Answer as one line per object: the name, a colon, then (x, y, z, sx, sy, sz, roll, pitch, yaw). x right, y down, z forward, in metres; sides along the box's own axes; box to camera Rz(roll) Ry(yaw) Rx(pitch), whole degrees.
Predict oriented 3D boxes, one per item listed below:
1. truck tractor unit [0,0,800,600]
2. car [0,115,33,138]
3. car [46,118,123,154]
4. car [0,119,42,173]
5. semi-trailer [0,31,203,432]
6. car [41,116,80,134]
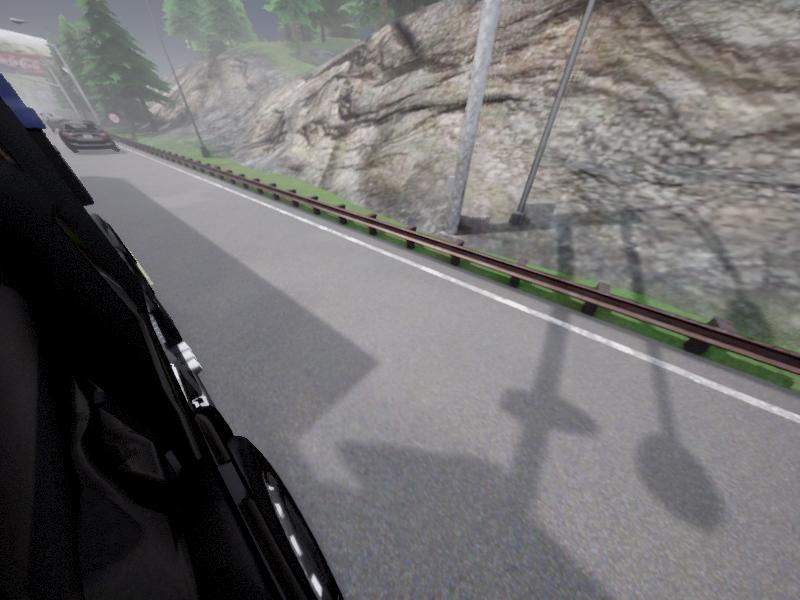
truck tractor unit: (-2.645, -0.295, 0.351, 6.516, 4.208, 3.053, 28, 44, 30)
car: (-35.512, -15.631, 20.804, 4.902, 1.511, 2.128, 27, 43, 29)
car: (-21.422, -11.167, 15.685, 4.611, 1.667, 2.242, 27, 43, 29)
car: (-18.722, -7.084, 10.459, 4.856, 1.649, 2.033, 28, 44, 28)
semi-trailer: (-8.787, -3.555, 4.121, 14.254, 4.402, 2.717, 27, 43, 29)
car: (-39.003, -20.100, 26.530, 4.892, 1.490, 1.837, 27, 43, 29)
